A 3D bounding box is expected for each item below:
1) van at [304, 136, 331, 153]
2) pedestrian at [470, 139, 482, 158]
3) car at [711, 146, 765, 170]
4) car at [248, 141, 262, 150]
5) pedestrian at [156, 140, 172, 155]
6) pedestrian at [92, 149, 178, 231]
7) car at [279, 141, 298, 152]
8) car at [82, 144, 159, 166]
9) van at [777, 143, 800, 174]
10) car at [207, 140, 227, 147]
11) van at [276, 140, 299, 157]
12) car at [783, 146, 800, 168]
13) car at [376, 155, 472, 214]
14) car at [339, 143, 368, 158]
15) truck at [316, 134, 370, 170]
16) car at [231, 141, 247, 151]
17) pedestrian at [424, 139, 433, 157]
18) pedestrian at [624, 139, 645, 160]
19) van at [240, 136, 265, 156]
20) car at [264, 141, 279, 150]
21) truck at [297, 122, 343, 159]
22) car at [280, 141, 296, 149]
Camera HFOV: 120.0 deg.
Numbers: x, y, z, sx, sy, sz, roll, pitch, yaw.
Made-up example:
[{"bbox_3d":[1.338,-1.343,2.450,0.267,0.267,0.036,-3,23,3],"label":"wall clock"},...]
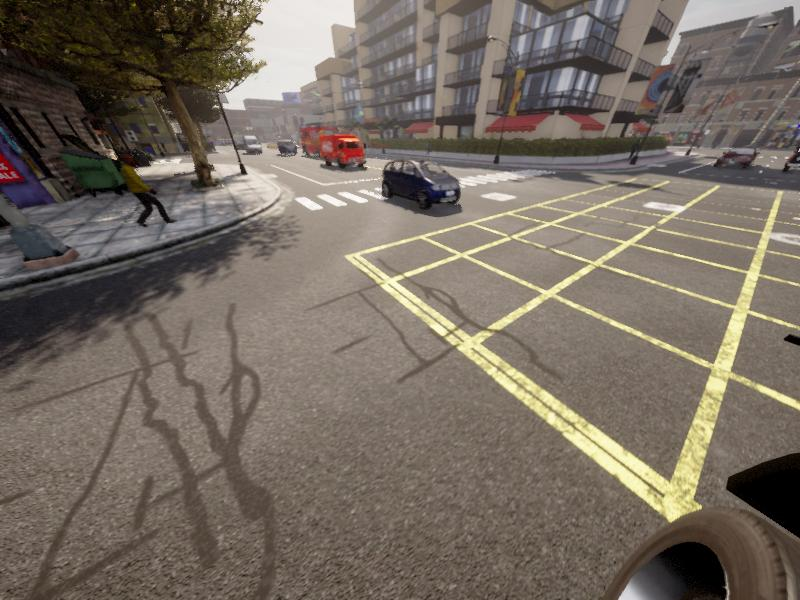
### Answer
[{"bbox_3d":[-15.207,-28.482,42.328,2.351,2.431,6.366,-22,41,-28],"label":"van"},{"bbox_3d":[9.158,-18.246,27.805,0.751,1.860,0.751,-23,41,-29],"label":"pedestrian"},{"bbox_3d":[28.888,-12.186,19.726,4.674,1.442,1.812,-23,41,-28],"label":"car"},{"bbox_3d":[-34.701,-36.827,55.095,1.851,1.617,3.988,-23,41,-28],"label":"car"},{"bbox_3d":[-35.224,-22.698,34.459,0.751,1.860,0.751,18,39,24],"label":"pedestrian"},{"bbox_3d":[-7.018,-2.978,6.268,0.751,1.860,0.751,-25,42,-31],"label":"pedestrian"},{"bbox_3d":[-21.851,-30.031,45.257,1.930,1.638,5.238,-23,41,-28],"label":"car"},{"bbox_3d":[-29.036,-15.319,24.314,4.553,1.767,2.097,-21,40,-25],"label":"car"},{"bbox_3d":[30.406,-10.582,16.919,4.480,2.038,2.069,-22,41,-28],"label":"van"},{"bbox_3d":[-60.972,-52.187,76.985,4.856,1.649,2.033,-22,41,-28],"label":"car"},{"bbox_3d":[-16.816,-22.665,34.471,1.775,1.987,4.442,-23,41,-28],"label":"van"},{"bbox_3d":[35.688,-12.510,20.133,4.674,1.442,1.812,-22,41,-28],"label":"car"},{"bbox_3d":[0.775,-4.908,9.515,1.789,1.549,3.705,-23,41,-28],"label":"car"},{"bbox_3d":[-6.641,-21.248,32.781,2.007,1.525,4.514,-23,41,-28],"label":"car"},{"bbox_3d":[-5.225,-13.564,21.044,2.627,2.467,5.204,-23,41,-28],"label":"truck"},{"bbox_3d":[-35.742,-34.302,51.296,2.097,1.767,4.553,-23,41,-28],"label":"car"},{"bbox_3d":[3.611,-19.107,29.069,0.751,1.860,0.751,-19,39,-24],"label":"pedestrian"},{"bbox_3d":[24.284,-15.589,23.920,0.751,1.860,0.751,-29,44,-34],"label":"pedestrian"},{"bbox_3d":[-24.464,-25.574,38.174,1.988,2.561,5.915,-22,41,-28],"label":"van"},{"bbox_3d":[-31.012,-37.342,55.785,1.801,1.575,5.366,-23,41,-28],"label":"car"},{"bbox_3d":[-11.506,-22.626,32.777,2.891,3.827,8.468,-23,41,-28],"label":"truck"},{"bbox_3d":[-27.357,-37.916,56.488,1.930,1.638,5.238,-23,41,-28],"label":"car"}]
